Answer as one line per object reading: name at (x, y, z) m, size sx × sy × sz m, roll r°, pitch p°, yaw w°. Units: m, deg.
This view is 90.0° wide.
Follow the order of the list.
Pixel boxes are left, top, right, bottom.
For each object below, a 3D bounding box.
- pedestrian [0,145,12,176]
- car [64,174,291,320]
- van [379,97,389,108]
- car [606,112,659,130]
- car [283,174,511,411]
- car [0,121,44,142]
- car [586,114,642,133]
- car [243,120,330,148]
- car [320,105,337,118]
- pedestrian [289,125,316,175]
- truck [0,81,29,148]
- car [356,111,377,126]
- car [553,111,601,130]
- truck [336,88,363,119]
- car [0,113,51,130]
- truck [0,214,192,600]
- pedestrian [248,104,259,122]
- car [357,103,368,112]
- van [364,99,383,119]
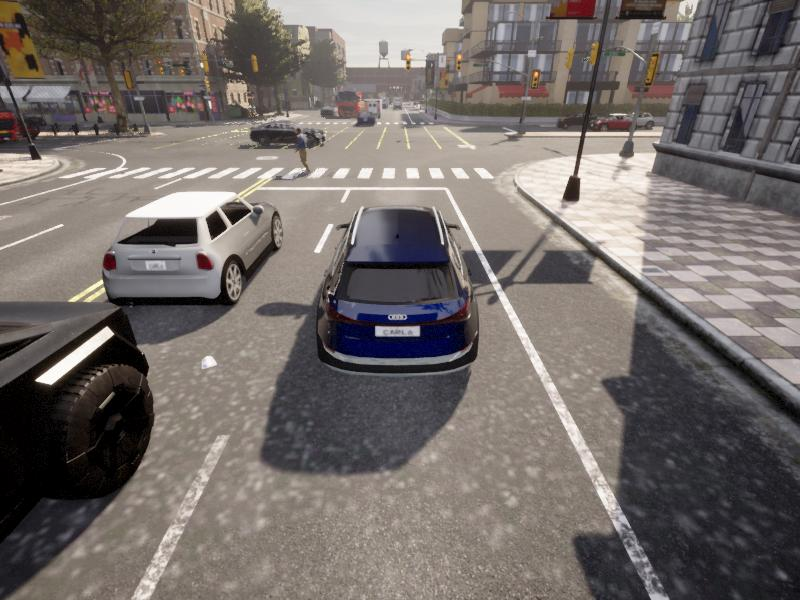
pedestrian at (-16.014, -5.741, 15.382) m, size 0.751 × 1.860 × 0.751 m, roll 2°, pitch 27°, yaw 4°
car at (-3.538, -1.233, 7.406) m, size 1.970 × 1.475 × 3.806 m, roll 0°, pitch 27°, yaw 0°
van at (-4.114, -51.569, 104.405) m, size 2.351 × 2.431 × 6.366 m, roll 0°, pitch 27°, yaw 0°
car at (22.790, -17.631, 39.349) m, size 3.806 × 1.475 × 1.970 m, roll 0°, pitch 27°, yaw 0°
car at (-0.032, -0.647, 6.099) m, size 2.033 × 1.649 × 4.856 m, roll 0°, pitch 27°, yaw 0°
car at (-29.306, -12.306, 29.174) m, size 4.718 × 1.301 × 1.895 m, roll 0°, pitch 27°, yaw 0°
car at (19.291, -16.034, 36.238) m, size 3.806 × 1.475 × 1.970 m, roll 0°, pitch 27°, yaw 0°
car at (-7.257, -10.802, 26.005) m, size 4.902 × 1.511 × 2.128 m, roll 0°, pitch 27°, yaw 0°
car at (-10.893, -28.832, 60.987) m, size 1.930 × 1.638 × 5.238 m, roll -1°, pitch 27°, yaw -3°
pedestrian at (-4.056, -6.253, 16.713) m, size 0.751 × 1.860 × 0.751 m, roll 0°, pitch 27°, yaw -1°
truck at (-29.901, -11.832, 25.478) m, size 8.468 × 3.827 × 2.891 m, roll 0°, pitch 27°, yaw 0°
car at (-3.762, -20.576, 45.204) m, size 1.994 × 1.385 × 4.181 m, roll 0°, pitch 27°, yaw 0°
car at (17.357, -17.666, 39.334) m, size 3.705 × 1.549 × 1.789 m, roll 0°, pitch 27°, yaw 0°
truck at (-7.354, -29.214, 59.333) m, size 2.891 × 3.827 × 8.468 m, roll 0°, pitch 27°, yaw 0°
car at (-37.225, -17.297, 38.733) m, size 4.674 × 1.442 × 1.812 m, roll -6°, pitch 28°, yaw -11°
truck at (-3.506, 1.610, 1.187) m, size 2.390 × 2.098 × 6.274 m, roll 0°, pitch 27°, yaw 0°
pedestrian at (-16.976, -21.675, 46.420) m, size 0.751 × 1.860 × 0.751 m, roll 0°, pitch 27°, yaw 1°
car at (-7.469, -38.479, 79.887) m, size 1.801 × 1.575 × 5.366 m, roll 0°, pitch 27°, yaw 0°
van at (-3.845, -28.129, 58.758) m, size 2.351 × 2.431 × 6.366 m, roll 0°, pitch 27°, yaw 0°
